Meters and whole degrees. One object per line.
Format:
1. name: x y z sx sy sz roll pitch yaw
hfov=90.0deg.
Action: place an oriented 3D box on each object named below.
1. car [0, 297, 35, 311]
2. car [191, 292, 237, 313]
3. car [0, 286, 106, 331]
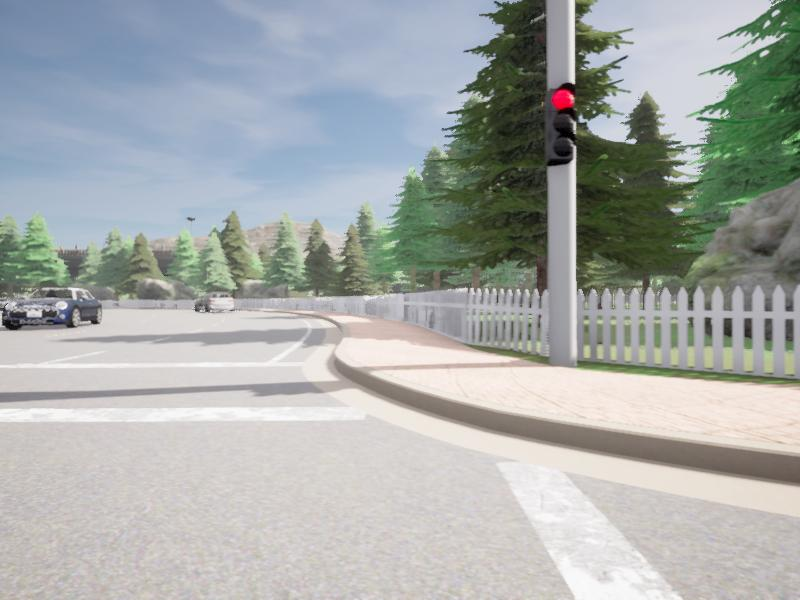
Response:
1. car: -43.896 0.432 44.579 4.974 1.542 2.038 0 0 9
2. car: -15.525 0.189 33.317 2.242 1.667 4.611 0 0 -41
3. car: -12.888 0.281 15.076 1.970 1.475 3.806 0 0 -21
